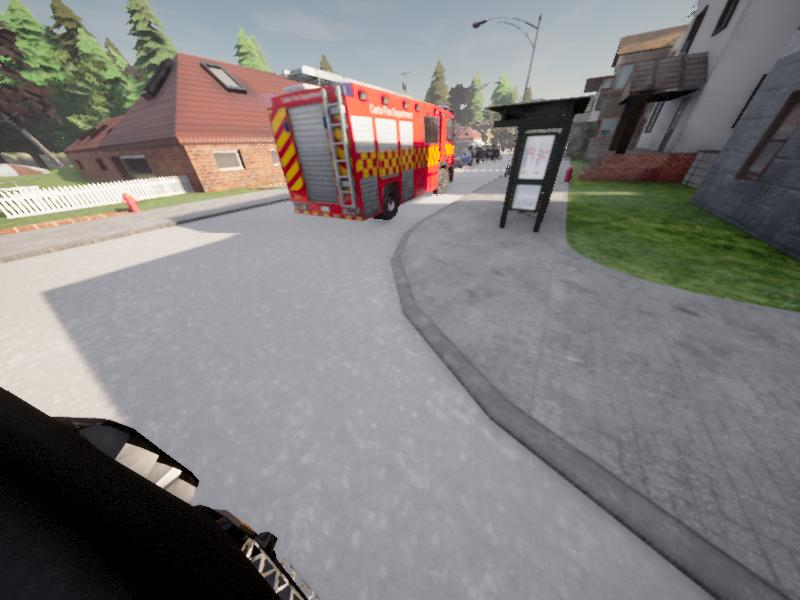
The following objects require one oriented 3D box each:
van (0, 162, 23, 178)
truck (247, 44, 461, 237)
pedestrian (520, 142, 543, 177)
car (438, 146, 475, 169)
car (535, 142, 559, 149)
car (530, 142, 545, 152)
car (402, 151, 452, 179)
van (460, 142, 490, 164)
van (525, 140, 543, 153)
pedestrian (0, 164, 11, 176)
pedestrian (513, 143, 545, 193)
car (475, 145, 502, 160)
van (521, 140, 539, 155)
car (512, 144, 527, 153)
[{"bbox_3d":[-73.961,-23.096,41.281,2.351,2.431,6.366,17,39,27],"label":"van"},{"bbox_3d":[-0.400,-5.878,9.208,2.891,3.827,8.468,15,38,24],"label":"truck"},{"bbox_3d":[8.458,-9.063,14.913,0.751,1.860,0.751,20,40,30],"label":"pedestrian"},{"bbox_3d":[5.915,-14.795,23.914,2.097,1.767,4.553,17,39,27],"label":"car"},{"bbox_3d":[41.064,-43.175,64.660,4.902,1.511,2.128,-1,34,2],"label":"car"},{"bbox_3d":[29.206,-32.538,48.996,1.930,1.638,5.238,17,39,27],"label":"car"},{"bbox_3d":[2.360,-11.255,19.059,1.801,1.575,5.366,18,39,28],"label":"car"},{"bbox_3d":[9.196,-18.030,28.303,2.069,2.038,4.480,17,39,27],"label":"van"},{"bbox_3d":[25.530,-29.230,43.943,2.069,2.038,4.480,17,39,27],"label":"van"},{"bbox_3d":[-69.427,-22.633,40.188,0.751,1.860,0.751,-2,34,0],"label":"pedestrian"},{"bbox_3d":[5.710,-5.891,10.346,0.751,1.860,0.751,9,35,17],"label":"pedestrian"},{"bbox_3d":[12.778,-21.271,33.235,2.242,1.667,4.611,17,39,27],"label":"car"},{"bbox_3d":[22.430,-26.266,39.774,1.775,1.987,4.442,17,39,27],"label":"van"},{"bbox_3d":[27.794,-35.232,53.647,2.163,1.488,4.792,17,39,27],"label":"car"}]
